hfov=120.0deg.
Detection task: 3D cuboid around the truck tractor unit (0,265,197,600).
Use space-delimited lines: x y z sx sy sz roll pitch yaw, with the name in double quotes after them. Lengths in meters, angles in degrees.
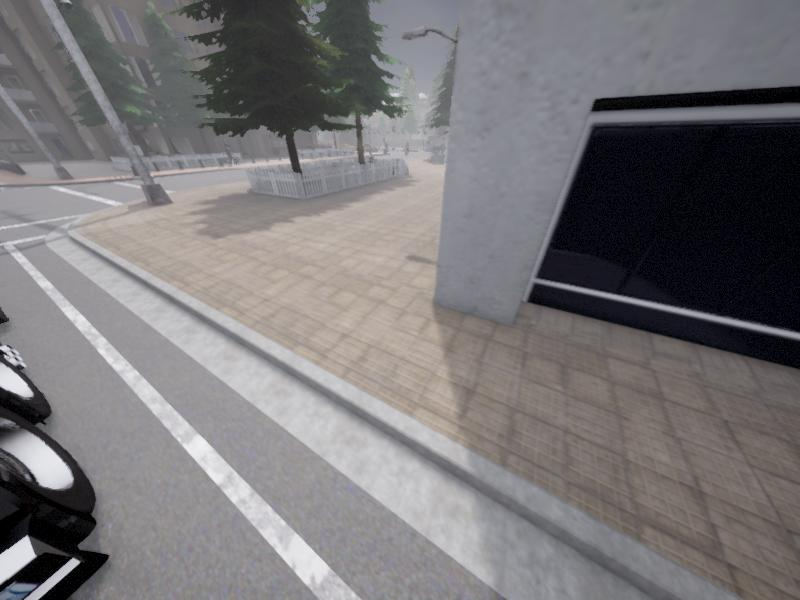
-5.115 -0.297 0.774 6.516 4.208 3.053 18 39 24 "truck tractor unit"
